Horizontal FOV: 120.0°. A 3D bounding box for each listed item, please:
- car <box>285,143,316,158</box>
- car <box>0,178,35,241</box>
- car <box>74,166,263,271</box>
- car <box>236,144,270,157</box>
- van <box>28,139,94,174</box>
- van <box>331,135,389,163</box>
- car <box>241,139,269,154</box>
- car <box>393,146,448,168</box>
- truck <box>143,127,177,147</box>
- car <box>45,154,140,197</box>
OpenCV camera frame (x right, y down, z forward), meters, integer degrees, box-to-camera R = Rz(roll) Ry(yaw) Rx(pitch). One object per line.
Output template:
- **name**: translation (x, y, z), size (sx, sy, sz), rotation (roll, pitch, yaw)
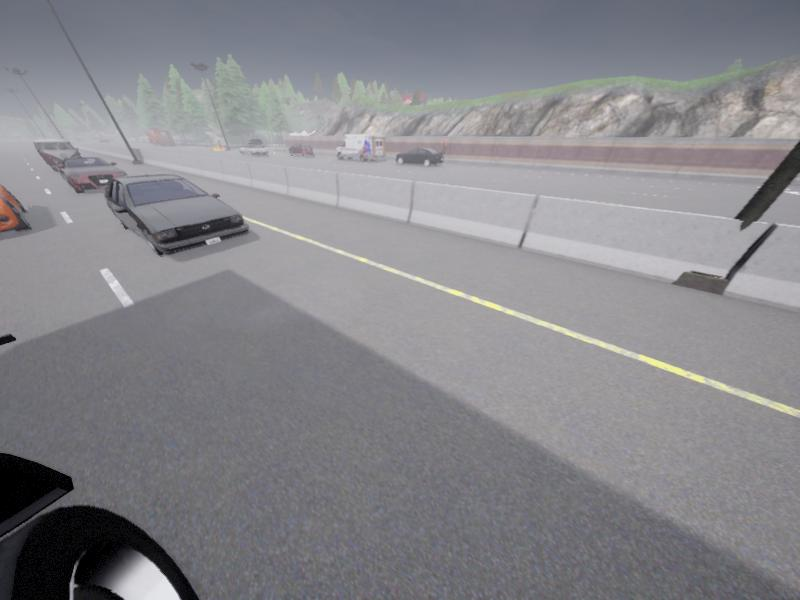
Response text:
- **car**: translation (-13.611, -20.594, 31.684), size (3.705, 1.549, 1.789), rotation (23, 41, 28)
- **car**: translation (-12.377, -2.773, 6.161), size (4.553, 1.767, 2.097), rotation (23, 41, 28)
- **car**: translation (-6.375, -2.564, 6.281), size (5.357, 1.411, 2.033), rotation (23, 41, 28)
- **car**: translation (-20.558, -20.935, 32.308), size (4.718, 1.301, 1.895), rotation (23, 41, 28)
- **van**: translation (-25.253, -10.766, 17.208), size (4.442, 1.987, 1.775), rotation (23, 41, 29)
- **van**: translation (-4.537, -17.130, 26.101), size (6.366, 2.431, 2.351), rotation (23, 41, 28)
- **car**: translation (-23.505, -24.908, 37.402), size (3.866, 1.878, 1.905), rotation (23, 41, 29)
- **car**: translation (1.914, -14.045, 22.565), size (5.008, 1.535, 1.882), rotation (23, 41, 29)
- **truck**: translation (-61.693, -41.806, 59.295), size (8.468, 3.827, 2.891), rotation (23, 41, 28)
- **car**: translation (-15.428, -6.370, 11.606), size (4.181, 1.385, 1.994), rotation (23, 41, 28)
